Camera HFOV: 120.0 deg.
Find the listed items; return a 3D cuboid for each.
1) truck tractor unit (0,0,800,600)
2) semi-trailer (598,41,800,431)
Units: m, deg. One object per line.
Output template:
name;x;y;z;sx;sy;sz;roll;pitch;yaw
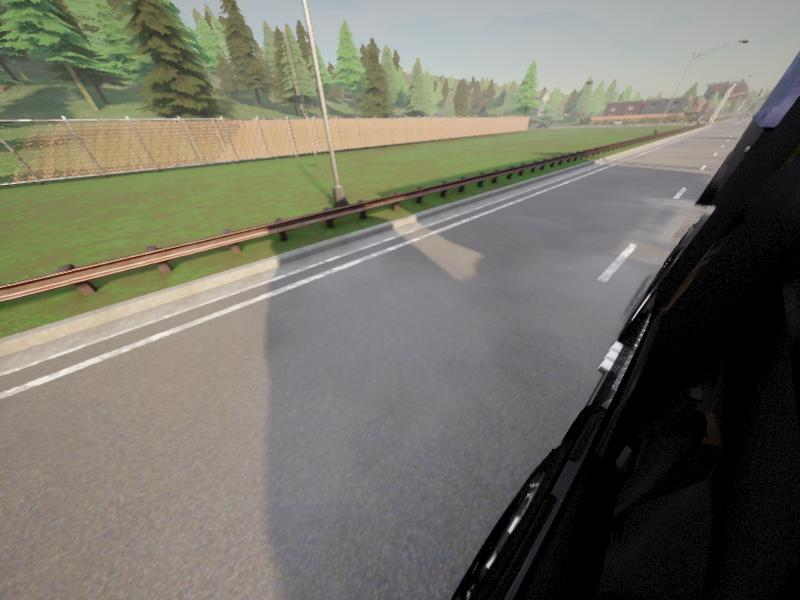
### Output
truck tractor unit;2.645;-0.295;0.351;6.516;4.208;3.053;-28;44;-30
semi-trailer;8.694;-3.596;4.249;14.254;4.402;2.717;-28;44;-30
